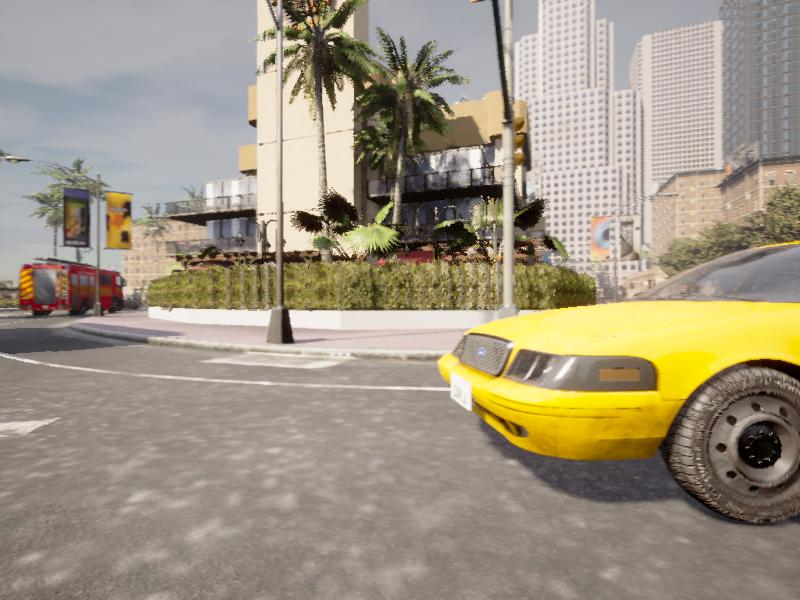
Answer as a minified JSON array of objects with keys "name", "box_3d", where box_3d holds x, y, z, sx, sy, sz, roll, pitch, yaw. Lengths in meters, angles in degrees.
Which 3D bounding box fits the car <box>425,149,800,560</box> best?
[{"name":"car","box_3d":[3.006,0.207,2.883,5.366,1.575,1.801,0,0,-10]}]

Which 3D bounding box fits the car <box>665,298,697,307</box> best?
[{"name":"car","box_3d":[44.318,0.399,63.259,2.033,1.411,5.357,0,0,10]}]

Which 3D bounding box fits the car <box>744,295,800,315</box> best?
[{"name":"car","box_3d":[28.445,0.347,30.170,2.033,1.411,5.357,0,0,20]}]

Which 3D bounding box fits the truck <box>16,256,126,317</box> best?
[{"name":"truck","box_3d":[-23.648,-0.855,29.490,2.891,3.827,8.468,0,0,-14]}]
